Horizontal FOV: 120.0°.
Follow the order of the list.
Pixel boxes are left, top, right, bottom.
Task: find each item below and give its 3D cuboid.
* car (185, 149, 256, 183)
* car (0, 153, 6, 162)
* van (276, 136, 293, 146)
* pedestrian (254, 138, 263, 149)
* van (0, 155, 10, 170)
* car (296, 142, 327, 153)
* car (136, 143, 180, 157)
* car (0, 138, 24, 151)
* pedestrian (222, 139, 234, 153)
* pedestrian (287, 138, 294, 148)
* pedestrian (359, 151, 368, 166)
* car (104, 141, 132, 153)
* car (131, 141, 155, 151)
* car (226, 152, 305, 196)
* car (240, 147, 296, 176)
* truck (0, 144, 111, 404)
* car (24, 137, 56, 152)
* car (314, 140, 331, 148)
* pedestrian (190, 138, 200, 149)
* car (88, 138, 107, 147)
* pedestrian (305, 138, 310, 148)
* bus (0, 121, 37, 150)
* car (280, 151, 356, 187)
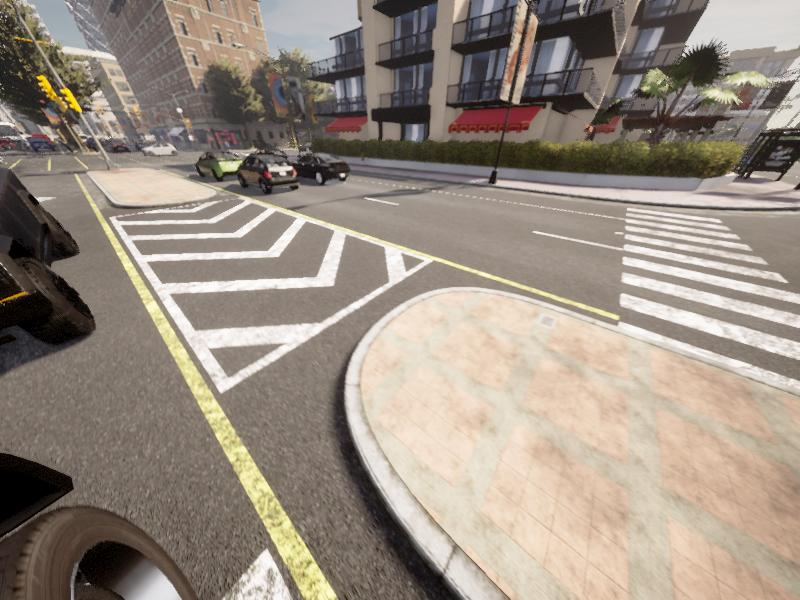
[{"bbox_3d":[-11.666,-8.789,15.005,4.514,1.525,2.007,25,42,31],"label":"car"},{"bbox_3d":[-42.380,-14.849,23.280,5.008,1.535,1.882,25,42,31],"label":"car"},{"bbox_3d":[-38.227,-52.652,76.332,5.915,2.561,1.988,25,42,31],"label":"van"},{"bbox_3d":[-29.238,-32.279,47.703,0.751,1.860,0.751,25,42,31],"label":"pedestrian"},{"bbox_3d":[-34.186,-10.428,16.295,2.351,2.431,6.366,25,42,31],"label":"van"},{"bbox_3d":[-16.602,-28.836,43.577,2.163,1.488,4.792,25,42,31],"label":"car"},{"bbox_3d":[-32.911,-20.555,31.536,1.845,1.501,3.633,25,42,31],"label":"car"},{"bbox_3d":[-66.824,-26.588,39.447,3.866,1.878,1.905,25,42,31],"label":"car"},{"bbox_3d":[-28.843,-25.801,38.735,0.751,1.860,0.751,17,38,22],"label":"pedestrian"},{"bbox_3d":[-24.561,-35.206,51.932,0.751,1.860,0.751,19,39,25],"label":"pedestrian"},{"bbox_3d":[-3.314,-12.752,20.819,0.500,1.100,0.500,25,42,31],"label":"pedestrian"},{"bbox_3d":[-47.242,-25.679,38.676,4.974,1.542,2.038,26,42,31],"label":"car"},{"bbox_3d":[-47.121,-28.194,42.310,3.806,1.475,1.970,25,42,31],"label":"car"},{"bbox_3d":[-6.879,-6.528,11.812,3.705,1.549,1.789,25,42,31],"label":"car"},{"bbox_3d":[-10.051,-10.653,17.613,3.988,1.617,1.851,25,42,31],"label":"car"},{"bbox_3d":[-6.777,-0.769,3.128,6.274,2.098,2.390,25,42,31],"label":"truck"},{"bbox_3d":[-60.897,-26.440,39.158,5.566,2.045,2.150,25,42,31],"label":"car"},{"bbox_3d":[-22.086,-44.586,65.928,4.611,1.667,2.242,25,42,31],"label":"car"},{"bbox_3d":[-41.706,-31.877,46.984,0.751,1.860,0.751,17,38,22],"label":"pedestrian"},{"bbox_3d":[-73.051,-38.074,55.751,4.605,1.855,1.932,25,42,31],"label":"car"},{"bbox_3d":[-22.581,-38.157,56.164,0.751,1.860,0.751,-8,36,-12],"label":"pedestrian"},{"bbox_3d":[-75.666,-31.858,44.779,10.273,4.253,3.944,25,42,31],"label":"bus"},{"bbox_3d":[-5.152,-8.279,14.382,4.892,1.490,1.837,25,42,31],"label":"car"}]
